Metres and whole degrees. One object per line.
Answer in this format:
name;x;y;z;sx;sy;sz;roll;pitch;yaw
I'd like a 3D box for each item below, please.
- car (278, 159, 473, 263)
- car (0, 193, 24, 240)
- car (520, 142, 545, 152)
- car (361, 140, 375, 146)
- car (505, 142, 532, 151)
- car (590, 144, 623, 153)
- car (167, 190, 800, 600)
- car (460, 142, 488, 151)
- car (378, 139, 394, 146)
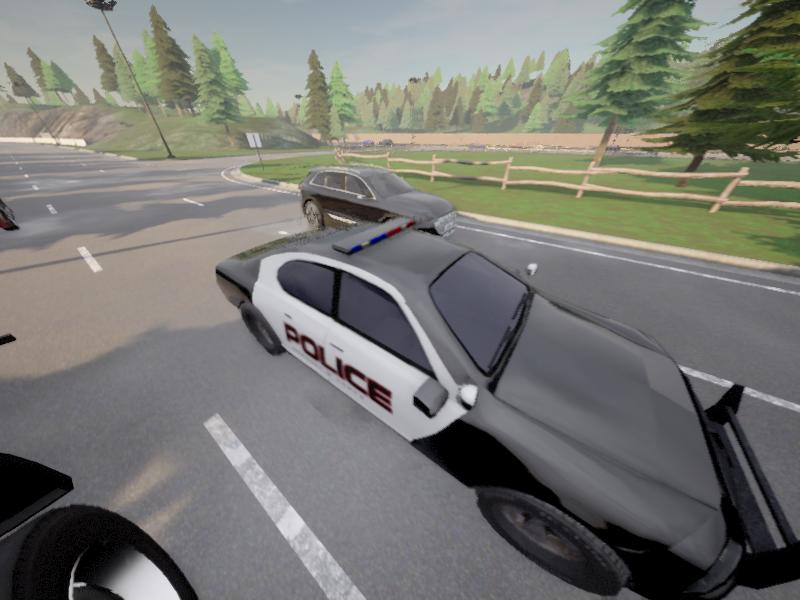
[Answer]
car;-0.833;-2.791;6.447;4.856;1.649;2.033;22;41;28
car;-12.610;-2.566;6.253;4.181;1.385;1.994;22;41;28
car;27.346;-31.699;47.709;3.988;1.617;1.851;22;41;28
car;-10.579;-51.928;76.207;4.514;1.525;2.007;22;41;28
car;26.533;-34.433;51.688;4.792;1.488;2.163;22;41;28
car;41.608;-30.706;46.683;4.718;1.301;1.895;22;41;28
car;0.138;0.109;2.428;4.974;1.542;2.038;22;41;28
car;16.185;-33.678;50.605;5.357;1.411;2.033;22;41;28
car;-4.441;-49.612;72.609;4.605;1.855;1.932;22;41;28
